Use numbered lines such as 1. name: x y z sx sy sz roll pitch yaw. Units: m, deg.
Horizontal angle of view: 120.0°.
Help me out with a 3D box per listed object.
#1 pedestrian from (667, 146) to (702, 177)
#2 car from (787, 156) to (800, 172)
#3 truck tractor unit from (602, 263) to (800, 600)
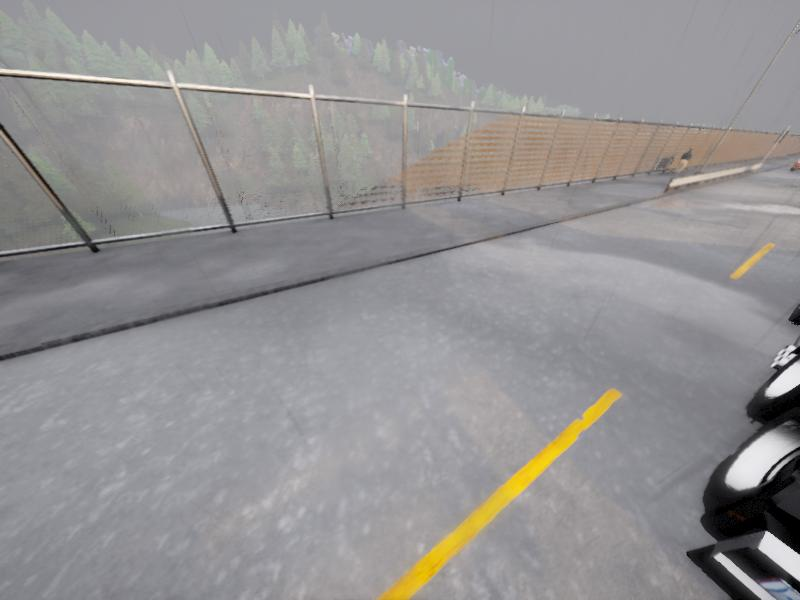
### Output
1. pedestrian: 20.832 -10.164 16.953 0.751 1.860 0.751 -17 39 -24
2. car: 38.497 -12.780 21.154 4.553 1.767 2.097 -18 39 -24
3. truck tractor unit: 5.111 -0.299 0.791 6.516 4.208 3.053 -18 39 -24
